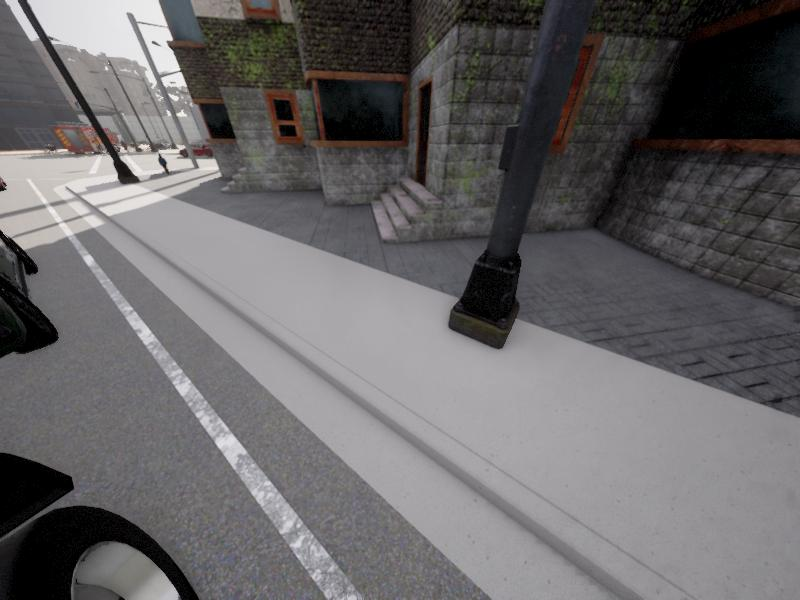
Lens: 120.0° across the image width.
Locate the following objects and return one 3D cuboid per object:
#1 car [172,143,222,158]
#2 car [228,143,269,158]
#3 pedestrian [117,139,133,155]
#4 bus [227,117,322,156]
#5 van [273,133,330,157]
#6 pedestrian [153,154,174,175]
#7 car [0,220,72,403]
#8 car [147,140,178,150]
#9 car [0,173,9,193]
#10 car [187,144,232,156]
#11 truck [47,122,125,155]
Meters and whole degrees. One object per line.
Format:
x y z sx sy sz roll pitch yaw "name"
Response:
-25.687 -19.041 29.442 4.193 1.474 1.816 -6 36 -8 "car"
-19.720 -19.645 30.283 3.806 1.475 1.970 -6 36 -8 "car"
-40.142 -22.335 33.735 0.751 1.860 0.751 -27 43 -33 "pedestrian"
-17.035 -23.051 32.656 10.273 4.253 3.944 -6 35 -8 "bus"
-12.928 -20.773 30.933 6.366 2.431 2.351 -6 36 -8 "van"
-15.358 -8.813 15.004 0.500 1.100 0.500 -29 44 -35 "pedestrian"
-6.717 -0.406 2.703 5.566 2.045 2.150 22 40 28 "car"
-50.302 -32.970 49.107 2.038 1.542 4.974 -5 35 -8 "car"
-21.353 -6.159 11.279 4.674 1.442 1.812 23 41 28 "car"
-26.506 -20.963 32.263 4.181 1.385 1.994 -6 36 -8 "car"
-47.743 -24.918 35.696 2.891 3.827 8.468 -14 38 -19 "truck"
